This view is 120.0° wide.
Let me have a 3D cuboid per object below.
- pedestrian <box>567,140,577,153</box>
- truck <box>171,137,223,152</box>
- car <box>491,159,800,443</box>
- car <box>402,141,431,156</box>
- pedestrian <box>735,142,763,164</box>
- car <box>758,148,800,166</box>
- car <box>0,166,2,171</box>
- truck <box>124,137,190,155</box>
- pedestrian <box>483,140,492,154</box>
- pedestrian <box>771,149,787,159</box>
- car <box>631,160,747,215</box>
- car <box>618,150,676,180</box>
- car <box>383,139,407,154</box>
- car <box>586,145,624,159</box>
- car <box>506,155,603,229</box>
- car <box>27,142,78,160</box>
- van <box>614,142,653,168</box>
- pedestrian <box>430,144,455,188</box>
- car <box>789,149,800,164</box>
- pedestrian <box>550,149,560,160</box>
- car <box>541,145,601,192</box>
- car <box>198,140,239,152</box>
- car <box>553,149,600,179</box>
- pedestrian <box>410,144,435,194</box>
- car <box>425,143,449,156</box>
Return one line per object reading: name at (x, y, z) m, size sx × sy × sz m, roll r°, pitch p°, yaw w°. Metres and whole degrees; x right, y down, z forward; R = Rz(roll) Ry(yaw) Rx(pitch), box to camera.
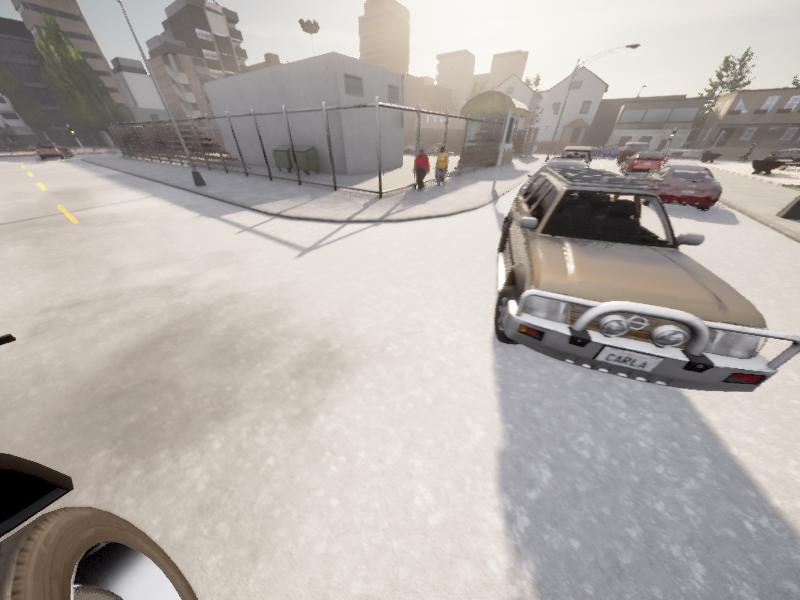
pedestrian at (30.355, -27.063, 40.714) m, size 0.751 × 1.860 × 0.751 m, roll 22°, pitch 40°, yaw 27°
truck at (-36.130, -27.907, 41.390) m, size 2.390 × 2.098 × 6.274 m, roll 22°, pitch 41°, yaw 28°
car at (2.728, -0.908, 3.589) m, size 1.932 × 1.855 × 4.605 m, roll 12°, pitch 37°, yaw 16°
car at (2.554, -23.346, 35.490) m, size 2.242 × 1.667 × 4.611 m, roll 22°, pitch 41°, yaw 28°
pedestrian at (35.841, -15.095, 23.764) m, size 0.751 × 1.860 × 0.751 m, roll -28°, pitch 44°, yaw -34°
car at (42.327, -14.922, 24.139) m, size 4.792 × 1.488 × 2.163 m, roll 22°, pitch 41°, yaw 28°
car at (-33.008, -10.873, 17.789) m, size 4.193 × 1.474 × 1.816 m, roll 22°, pitch 40°, yaw 28°
truck at (-36.607, -23.469, 35.085) m, size 2.390 × 2.098 × 6.274 m, roll 22°, pitch 40°, yaw 28°
pedestrian at (13.634, -23.881, 36.066) m, size 0.751 × 1.860 × 0.751 m, roll 30°, pitch 45°, yaw 35°
pedestrian at (49.144, -18.921, 29.973) m, size 0.500 × 1.100 × 0.500 m, roll 21°, pitch 40°, yaw 26°
car at (11.791, -4.979, 9.882) m, size 1.994 × 1.385 × 4.181 m, roll 22°, pitch 41°, yaw 27°
car at (17.938, -10.098, 17.058) m, size 2.007 × 1.525 × 4.514 m, roll 22°, pitch 41°, yaw 28°
car at (-0.816, -24.982, 37.601) m, size 1.905 × 1.878 × 3.866 m, roll 22°, pitch 41°, yaw 28°
car at (28.719, -20.940, 32.572) m, size 1.816 × 1.474 × 4.193 m, roll 3°, pitch 35°, yaw 4°
car at (5.881, -4.290, 8.631) m, size 2.033 × 1.649 × 4.856 m, roll 22°, pitch 41°, yaw 28°
car at (-39.927, -17.273, 26.699) m, size 1.851 × 1.617 × 3.988 m, roll -23°, pitch 41°, yaw -29°
van at (23.336, -14.709, 23.246) m, size 1.775 × 1.987 × 4.442 m, roll 22°, pitch 41°, yaw 28°
pedestrian at (2.116, -6.754, 11.658) m, size 0.751 × 1.860 × 0.751 m, roll 23°, pitch 41°, yaw 29°
car at (47.769, -15.620, 25.085) m, size 5.366 × 1.575 × 1.801 m, roll 21°, pitch 40°, yaw 27°
pedestrian at (18.331, -17.222, 27.316) m, size 0.500 × 1.100 × 0.500 m, roll -16°, pitch 38°, yaw -22°
car at (9.659, -7.502, 12.991) m, size 1.905 × 1.878 × 3.866 m, roll 22°, pitch 41°, yaw 28°
car at (-31.906, -27.183, 40.794) m, size 1.930 × 1.638 × 5.238 m, roll 22°, pitch 41°, yaw 28°
car at (13.248, -10.288, 17.298) m, size 2.128 × 1.511 × 4.902 m, roll 22°, pitch 41°, yaw 28°
pedestrian at (0.994, -5.936, 10.487) m, size 0.751 × 1.860 × 0.751 m, roll 24°, pitch 41°, yaw 30°
car at (5.575, -22.580, 34.545) m, size 1.816 × 1.474 × 4.193 m, roll 22°, pitch 41°, yaw 28°
